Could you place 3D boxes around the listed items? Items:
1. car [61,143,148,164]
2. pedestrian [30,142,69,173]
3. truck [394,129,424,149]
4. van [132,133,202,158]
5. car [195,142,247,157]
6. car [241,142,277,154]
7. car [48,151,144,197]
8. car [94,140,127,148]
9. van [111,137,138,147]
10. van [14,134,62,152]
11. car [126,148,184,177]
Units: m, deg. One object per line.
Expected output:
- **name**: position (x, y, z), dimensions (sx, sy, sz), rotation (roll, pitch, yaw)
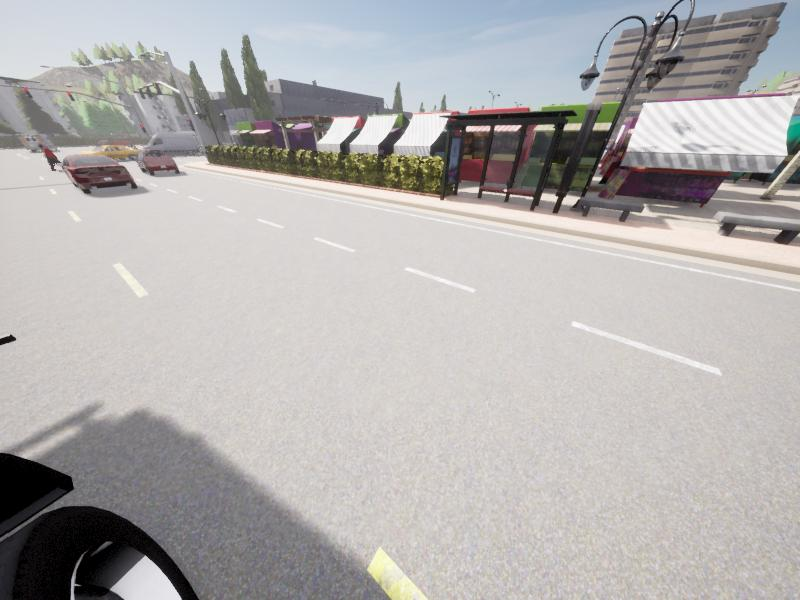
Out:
- **car**: position (-30.335, -15.305, 24.062), dimensions (1.801, 1.575, 5.366), rotation (7, 36, 9)
- **pedestrian**: position (-25.385, -10.340, 16.761), dimensions (0.751, 1.860, 0.751), rotation (22, 41, 28)
- **truck**: position (2.310, -39.671, 56.930), dimensions (2.891, 3.827, 8.468), rotation (23, 41, 29)
- **van**: position (-31.036, -20.855, 31.102), dimensions (1.988, 2.561, 5.915), rotation (27, 43, 32)
- **car**: position (-25.077, -21.325, 32.644), dimensions (1.801, 1.575, 5.366), rotation (24, 41, 29)
- **car**: position (-23.692, -25.672, 38.942), dimensions (1.812, 1.442, 4.674), rotation (24, 41, 29)
- **car**: position (-15.541, -6.563, 11.789), dimensions (5.008, 1.535, 1.882), rotation (23, 41, 28)
- **car**: position (-71.229, -38.501, 56.915), dimensions (2.152, 1.651, 5.027), rotation (-4, 35, -6)
- **van**: position (-67.730, -38.872, 56.903), dimensions (1.775, 1.987, 4.442), rotation (-6, 36, -8)
- **van**: position (-61.510, -26.829, 39.459), dimensions (2.351, 2.431, 6.366), rotation (-25, 42, -31)
- **car**: position (-17.696, -10.005, 16.668), dimensions (3.633, 1.501, 1.845), rotation (25, 42, 31)
